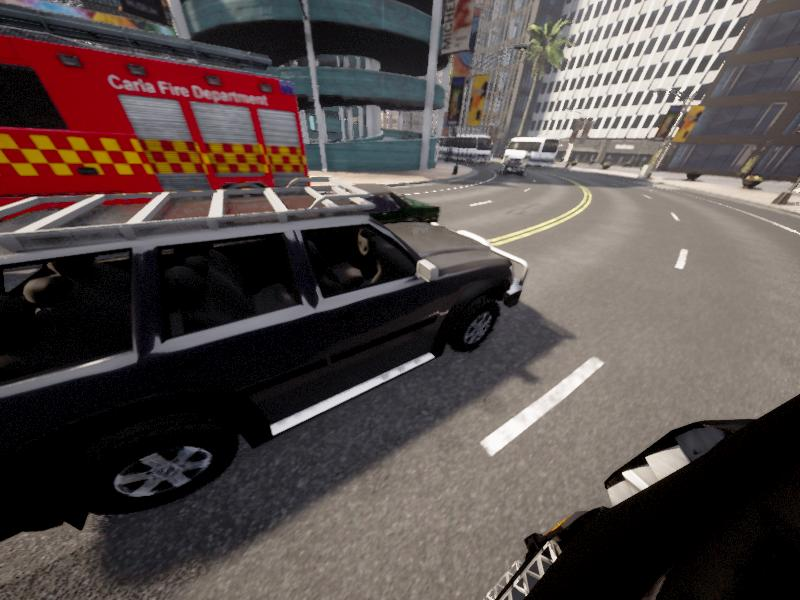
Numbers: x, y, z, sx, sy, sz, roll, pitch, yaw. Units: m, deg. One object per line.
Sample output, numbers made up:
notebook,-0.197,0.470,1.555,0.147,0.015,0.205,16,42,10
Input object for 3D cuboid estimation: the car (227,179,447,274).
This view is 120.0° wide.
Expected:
car,-1.291,-2.165,5.872,4.718,1.301,1.895,-19,39,-29

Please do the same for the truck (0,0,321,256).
truck,-6.835,-3.735,5.512,8.468,3.827,2.891,-17,39,-27

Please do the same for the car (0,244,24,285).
car,-7.963,-0.370,2.144,3.866,1.878,1.905,-16,38,-26

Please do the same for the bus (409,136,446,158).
bus,6.994,-40.256,60.666,3.944,4.253,10.273,-16,38,-26

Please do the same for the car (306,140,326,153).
car,-18.122,-33.192,49.825,2.435,2.045,5.566,-16,38,-26

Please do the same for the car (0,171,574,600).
car,-0.811,-0.164,2.401,4.605,1.855,1.932,-17,39,-27

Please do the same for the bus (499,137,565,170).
bus,22.706,-26.264,41.031,3.944,4.253,10.273,-4,35,-11

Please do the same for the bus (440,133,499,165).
bus,11.981,-27.138,41.492,3.944,4.253,10.273,-13,37,-22

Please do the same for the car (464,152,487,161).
car,17.239,-32.889,52.917,2.038,1.542,4.974,-16,38,-25

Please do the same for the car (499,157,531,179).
car,11.924,-13.955,24.262,2.038,1.542,4.974,11,35,12
